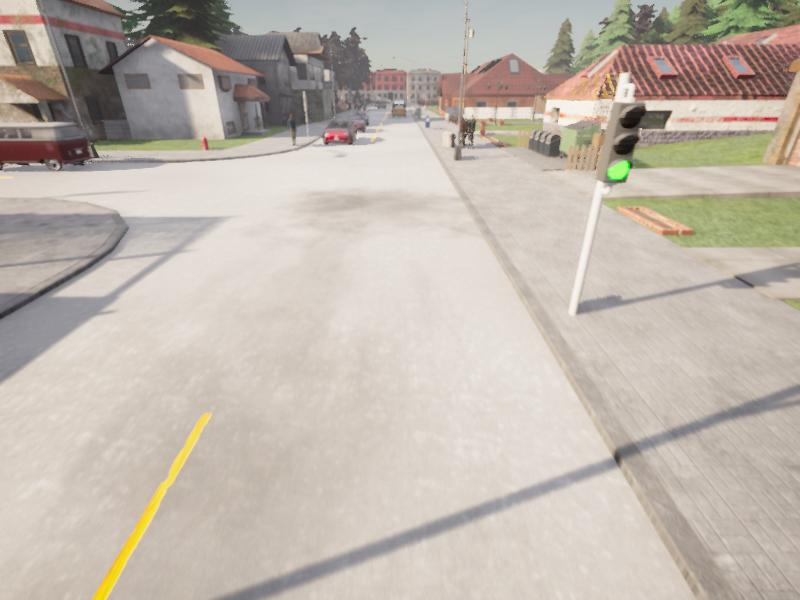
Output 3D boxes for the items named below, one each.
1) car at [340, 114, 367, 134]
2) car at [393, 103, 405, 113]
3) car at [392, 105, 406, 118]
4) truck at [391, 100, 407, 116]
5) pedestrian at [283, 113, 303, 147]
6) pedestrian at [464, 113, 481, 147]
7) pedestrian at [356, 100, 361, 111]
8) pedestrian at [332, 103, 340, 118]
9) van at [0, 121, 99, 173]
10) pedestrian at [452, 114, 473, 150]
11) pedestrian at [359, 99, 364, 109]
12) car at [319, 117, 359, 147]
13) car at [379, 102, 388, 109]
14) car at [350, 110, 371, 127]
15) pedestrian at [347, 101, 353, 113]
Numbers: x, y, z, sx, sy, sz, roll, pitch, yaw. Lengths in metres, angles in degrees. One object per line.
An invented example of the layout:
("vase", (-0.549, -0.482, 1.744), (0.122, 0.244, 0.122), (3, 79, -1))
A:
("car", (-4.080, -15.852, 35.922), (1.994, 1.385, 4.181), (-1, 27, -1))
("car", (-0.155, -34.461, 71.888), (2.128, 1.511, 4.902), (0, 27, 0))
("car", (-0.117, -27.514, 58.366), (1.882, 1.535, 5.008), (0, 27, 0))
("truck", (-0.134, -31.181, 64.876), (2.390, 2.098, 6.274), (0, 27, 0))
("pedestrian", (-6.661, -10.599, 24.917), (0.751, 1.860, 0.751), (-23, 35, -37))
("pedestrian", (4.440, -10.423, 24.513), (0.751, 1.860, 0.751), (0, 27, 0))
("pedestrian", (-7.998, -37.675, 77.512), (0.751, 1.860, 0.751), (0, 27, 0))
("pedestrian", (-8.706, -25.804, 54.459), (0.751, 1.860, 0.751), (-1, 27, -2))
("van", (-16.659, -6.899, 17.929), (4.442, 1.987, 1.775), (0, 27, -1))
("pedestrian", (3.608, -9.722, 23.156), (0.751, 1.860, 0.751), (-11, 29, -20))
("pedestrian", (-8.370, -43.047, 87.930), (0.751, 1.860, 0.751), (14, 30, 25))
("car", (-4.059, -11.541, 27.376), (2.007, 1.525, 4.514), (0, 27, 0))
("car", (-4.200, -49.770, 102.187), (2.007, 1.525, 4.514), (0, 27, 0))
("car", (-4.086, -19.085, 42.025), (1.845, 1.501, 3.633), (0, 27, 0))
("pedestrian", (-8.877, -34.194, 70.755), (0.751, 1.860, 0.751), (2, 27, 4))
